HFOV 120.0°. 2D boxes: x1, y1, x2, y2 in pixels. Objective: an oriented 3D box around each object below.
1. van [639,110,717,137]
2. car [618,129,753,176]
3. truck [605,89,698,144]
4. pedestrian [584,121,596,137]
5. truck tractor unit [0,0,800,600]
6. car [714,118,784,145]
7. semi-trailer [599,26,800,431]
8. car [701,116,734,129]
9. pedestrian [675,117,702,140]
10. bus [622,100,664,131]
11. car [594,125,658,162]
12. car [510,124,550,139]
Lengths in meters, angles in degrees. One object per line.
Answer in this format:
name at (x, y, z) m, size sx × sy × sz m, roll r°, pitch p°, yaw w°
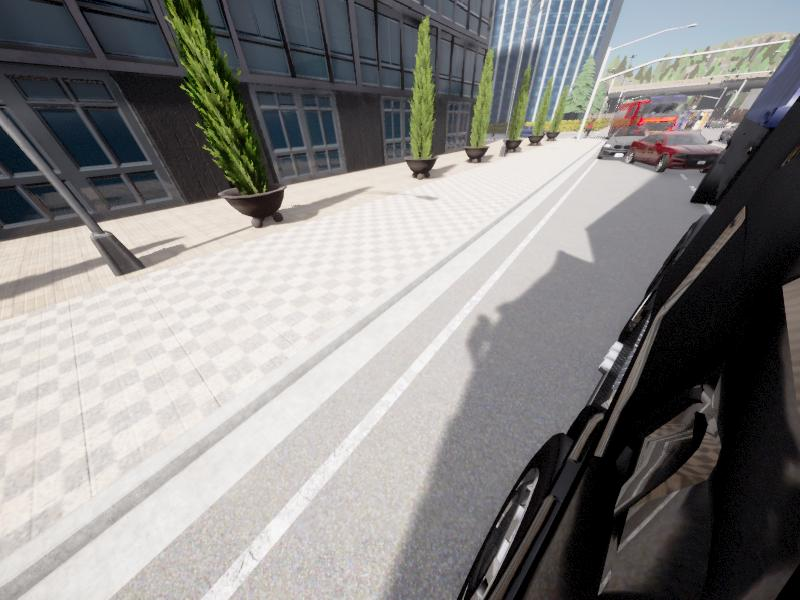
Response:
van at (34.384, -22.119, 29.025) m, size 2.351 × 2.431 × 6.366 m, roll 2°, pitch 37°, yaw 6°
car at (13.444, -7.461, 11.481) m, size 1.882 × 1.535 × 5.008 m, roll 9°, pitch 38°, yaw 15°
truck at (25.321, -18.892, 24.107) m, size 2.891 × 3.827 × 8.468 m, roll 12°, pitch 39°, yaw 19°
pedestrian at (27.715, -25.016, 33.735) m, size 0.751 × 1.860 × 0.751 m, roll 24°, pitch 44°, yaw 31°
truck tractor unit at (2.645, -0.295, 0.351) m, size 6.516 × 4.208 × 3.053 m, roll -28°, pitch 44°, yaw -30°
car at (29.699, -14.589, 19.915) m, size 1.930 × 1.638 × 5.238 m, roll 24°, pitch 44°, yaw 31°
semi-trailer at (8.619, -3.658, 4.303) m, size 14.254 × 4.402 × 2.717 m, roll -29°, pitch 44°, yaw -31°
car at (54.332, -30.507, 39.623) m, size 2.242 × 1.667 × 4.611 m, roll 24°, pitch 44°, yaw 31°
pedestrian at (29.084, -17.290, 23.336) m, size 0.751 × 1.860 × 0.751 m, roll -18°, pitch 40°, yaw -20°
bus at (47.639, -36.324, 45.648) m, size 3.944 × 4.253 × 10.273 m, roll 24°, pitch 44°, yaw 31°
car at (14.729, -10.242, 15.022) m, size 2.242 × 1.667 × 4.611 m, roll 26°, pitch 45°, yaw 33°
car at (20.546, -26.710, 36.673) m, size 4.856 × 1.649 × 2.033 m, roll 24°, pitch 44°, yaw 31°
